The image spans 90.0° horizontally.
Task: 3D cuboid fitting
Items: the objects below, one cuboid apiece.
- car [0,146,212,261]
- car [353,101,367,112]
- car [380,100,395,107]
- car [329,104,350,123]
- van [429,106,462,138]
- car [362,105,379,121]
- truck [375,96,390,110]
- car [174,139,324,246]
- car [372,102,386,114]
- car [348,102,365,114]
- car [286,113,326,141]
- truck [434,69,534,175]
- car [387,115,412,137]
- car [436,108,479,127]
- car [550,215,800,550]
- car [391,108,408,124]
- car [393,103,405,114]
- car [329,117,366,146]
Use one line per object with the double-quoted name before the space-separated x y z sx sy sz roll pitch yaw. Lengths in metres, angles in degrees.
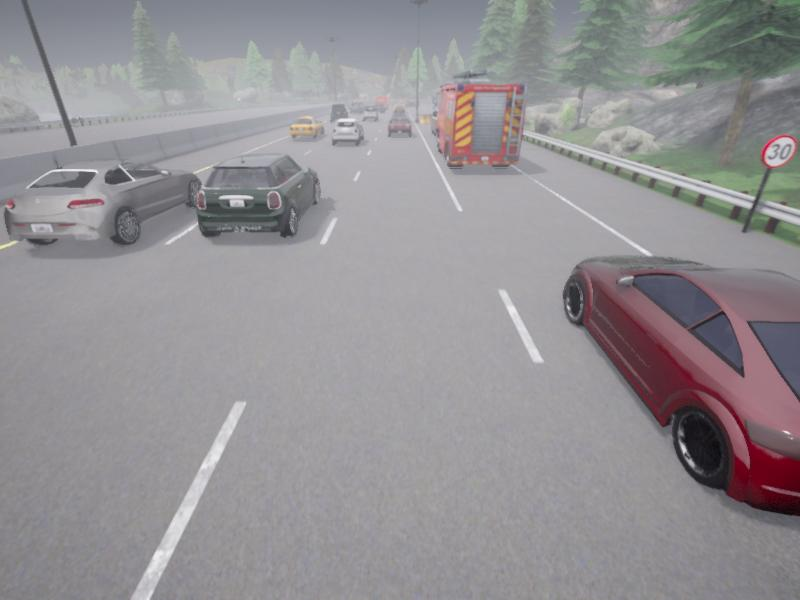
"car" -6.998 -2.677 9.971 2.152 1.651 5.027 0 27 0
"car" -7.153 -35.082 72.574 2.033 1.649 4.856 0 27 0
"car" -3.012 -48.269 98.283 1.812 1.442 4.674 12 30 22
"car" -7.059 -22.034 47.090 1.905 1.878 3.866 0 27 0
"van" 3.488 -14.171 31.751 2.069 2.038 4.480 0 28 0
"car" -3.567 -23.090 49.446 1.851 1.617 3.988 0 27 0
"truck" -3.577 -41.059 83.230 2.627 2.467 5.204 2 27 4
"car" -3.498 -3.035 10.482 2.097 1.767 4.553 0 27 0
"car" -3.643 -33.437 69.520 2.242 1.667 4.611 0 27 0
"car" -7.129 -31.502 65.604 2.242 1.667 4.611 0 26 0
"car" -7.009 -13.257 30.466 1.801 1.575 5.366 0 27 0
"truck" 3.504 -8.823 19.469 2.891 3.827 8.468 0 27 0
"car" -0.016 -14.300 32.800 1.895 1.301 4.718 0 27 0
"car" 6.200 -19.674 42.940 2.038 1.542 4.974 23 35 34
"car" 3.504 0.292 4.526 1.994 1.385 4.181 0 27 0
"car" -0.054 -20.949 45.397 1.845 1.501 3.633 0 28 0
"car" -0.131 -31.871 66.495 1.882 1.535 5.008 0 27 0
"car" -3.504 -11.513 27.212 1.970 1.475 3.806 0 27 0
